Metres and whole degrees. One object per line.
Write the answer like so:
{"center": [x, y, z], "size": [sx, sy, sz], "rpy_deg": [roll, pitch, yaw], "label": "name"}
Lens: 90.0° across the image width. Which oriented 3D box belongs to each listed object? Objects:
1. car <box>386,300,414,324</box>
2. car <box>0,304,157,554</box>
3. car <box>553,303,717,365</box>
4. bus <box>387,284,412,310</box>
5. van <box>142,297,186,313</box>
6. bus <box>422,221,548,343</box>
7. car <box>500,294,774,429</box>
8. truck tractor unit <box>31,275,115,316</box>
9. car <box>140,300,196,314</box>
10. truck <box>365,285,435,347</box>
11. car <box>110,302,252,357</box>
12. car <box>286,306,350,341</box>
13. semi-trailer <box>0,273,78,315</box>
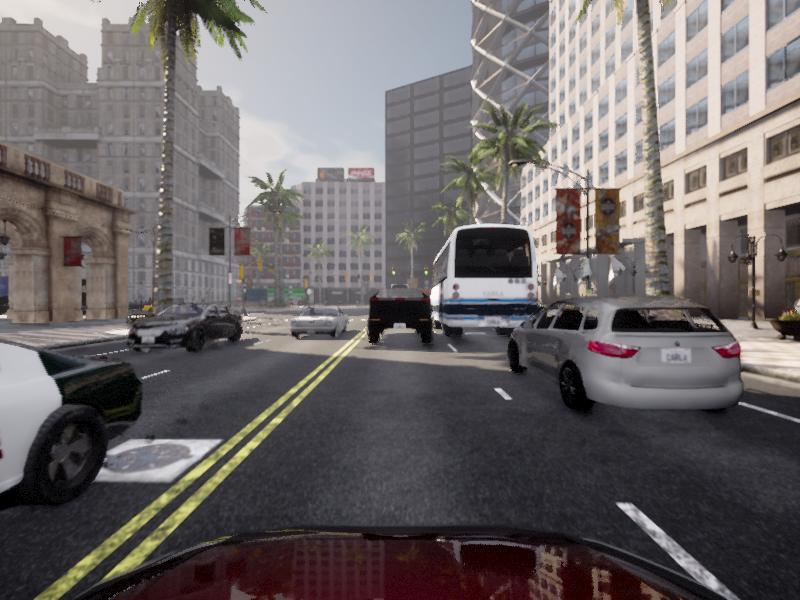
{"center": [-0.001, 0.818, 29.035], "size": [1.801, 1.575, 5.366], "rpy_deg": [0, 0, 0], "label": "car"}
{"center": [-3.524, 0.824, 1.639], "size": [2.038, 1.542, 4.974], "rpy_deg": [0, 0, 0], "label": "car"}
{"center": [6.691, 0.860, 12.229], "size": [2.163, 1.488, 4.792], "rpy_deg": [0, 0, -1], "label": "car"}
{"center": [-0.166, -0.495, 69.263], "size": [3.944, 4.253, 10.273], "rpy_deg": [0, 0, -1], "label": "bus"}
{"center": [-29.176, 0.626, 49.516], "size": [4.442, 1.987, 1.775], "rpy_deg": [0, 0, 0], "label": "van"}
{"center": [3.268, -0.532, 19.202], "size": [3.944, 4.253, 10.273], "rpy_deg": [0, -1, 1], "label": "bus"}
{"center": [3.519, 0.761, 7.263], "size": [2.242, 1.667, 4.611], "rpy_deg": [0, 0, 0], "label": "car"}
{"center": [-35.119, -0.501, 43.186], "size": [6.516, 4.208, 3.053], "rpy_deg": [-1, 0, 0], "label": "truck tractor unit"}
{"center": [-26.655, 0.827, 46.058], "size": [5.366, 1.575, 1.801], "rpy_deg": [0, 0, 0], "label": "car"}
{"center": [-0.002, 0.551, 16.854], "size": [2.390, 2.098, 6.274], "rpy_deg": [0, 0, 0], "label": "truck"}
{"center": [-6.994, 0.843, 13.576], "size": [2.128, 1.511, 4.902], "rpy_deg": [0, 0, 0], "label": "car"}
{"center": [-3.502, 0.954, 18.011], "size": [1.895, 1.301, 4.718], "rpy_deg": [0, 0, 0], "label": "car"}
{"center": [-43.029, -0.593, 43.173], "size": [14.254, 4.402, 2.717], "rpy_deg": [0, 0, 0], "label": "semi-trailer"}
